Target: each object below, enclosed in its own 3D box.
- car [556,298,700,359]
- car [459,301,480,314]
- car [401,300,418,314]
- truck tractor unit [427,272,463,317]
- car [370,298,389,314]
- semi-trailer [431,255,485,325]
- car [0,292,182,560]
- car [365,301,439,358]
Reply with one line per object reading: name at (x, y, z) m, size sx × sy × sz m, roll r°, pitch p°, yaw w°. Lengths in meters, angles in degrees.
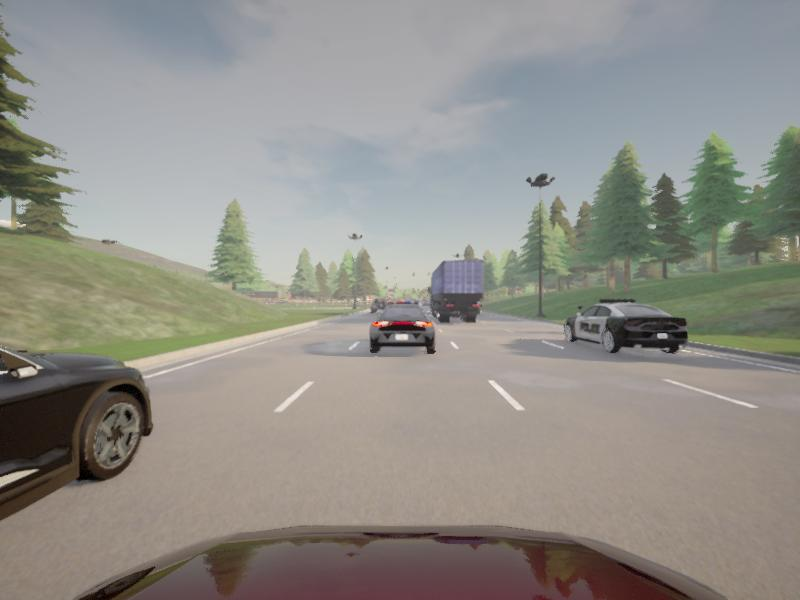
car at (7.126, 0.771, 13.333) m, size 1.930 × 1.638 × 5.238 m, roll 0°, pitch 0°, yaw 2°
car at (8.111, 0.869, 46.929) m, size 1.812 × 1.442 × 4.674 m, roll 0°, pitch 0°, yaw 2°
car at (1.147, 0.770, 48.200) m, size 1.930 × 1.638 × 5.238 m, roll 0°, pitch 0°, yaw 2°
truck tractor unit at (4.399, -0.524, 40.099) m, size 3.053 × 4.208 × 6.516 m, roll 0°, pitch 1°, yaw 2°
car at (-2.366, 0.655, 47.880) m, size 1.932 × 1.855 × 4.605 m, roll 0°, pitch 1°, yaw 2°
semi-trailer at (4.171, -0.617, 32.193) m, size 2.717 × 4.402 × 14.254 m, roll 0°, pitch 0°, yaw 2°
car at (-3.479, 0.778, 2.082) m, size 2.033 × 1.649 × 4.856 m, roll 0°, pitch 0°, yaw 0°
car at (0.131, 0.828, 13.610) m, size 2.038 × 1.542 × 4.974 m, roll 0°, pitch 0°, yaw 2°
